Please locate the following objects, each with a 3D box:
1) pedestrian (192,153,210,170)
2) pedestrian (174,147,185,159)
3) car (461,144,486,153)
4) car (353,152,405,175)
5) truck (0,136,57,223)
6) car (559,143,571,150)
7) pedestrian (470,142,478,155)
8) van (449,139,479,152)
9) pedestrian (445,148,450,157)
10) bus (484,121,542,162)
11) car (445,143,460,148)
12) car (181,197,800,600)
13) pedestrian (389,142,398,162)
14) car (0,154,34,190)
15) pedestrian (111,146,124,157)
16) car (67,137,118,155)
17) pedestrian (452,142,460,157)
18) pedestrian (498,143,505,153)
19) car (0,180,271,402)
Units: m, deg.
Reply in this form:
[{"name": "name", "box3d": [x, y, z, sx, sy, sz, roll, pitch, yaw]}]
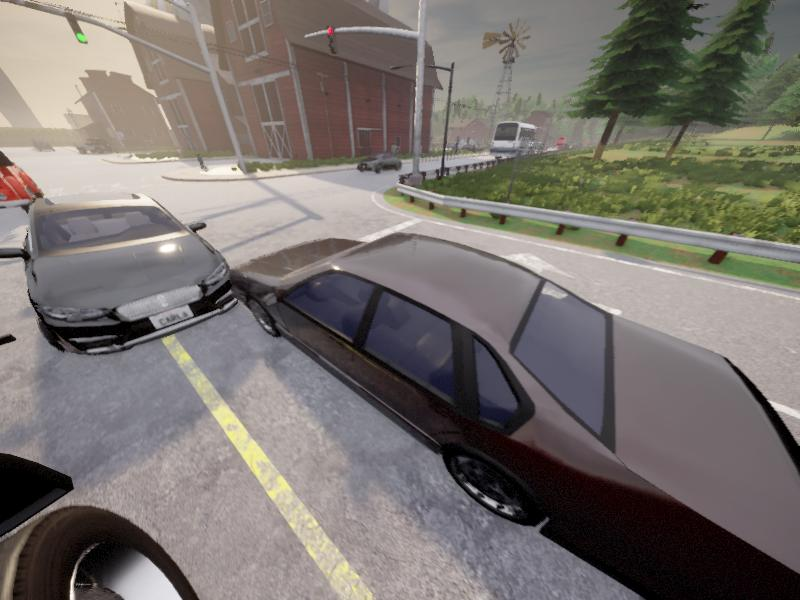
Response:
[{"name": "pedestrian", "box3d": [-15.112, -10.526, 17.559, 0.500, 1.100, 0.500, 7, 35, 9]}, {"name": "pedestrian", "box3d": [-23.999, -15.983, 25.114, 0.500, 1.100, 0.500, -25, 42, -31]}, {"name": "car", "box3d": [16.825, -34.986, 53.218, 4.792, 1.488, 2.163, 23, 41, 29]}, {"name": "car", "box3d": [-1.629, -11.578, 19.432, 1.994, 1.385, 4.181, 24, 41, 30]}, {"name": "truck", "box3d": [-14.725, -4.220, 7.706, 5.204, 2.467, 2.627, 23, 41, 30]}, {"name": "car", "box3d": [49.198, -45.663, 68.671, 1.905, 1.878, 3.866, 24, 41, 30]}, {"name": "pedestrian", "box3d": [12.801, -26.418, 40.213, 0.751, 1.860, 0.751, 27, 43, 32]}, {"name": "van", "box3d": [15.833, -38.353, 57.212, 6.366, 2.431, 2.351, 23, 41, 29]}, {"name": "pedestrian", "box3d": [6.857, -21.451, 33.659, 0.500, 1.100, 0.500, 11, 36, 15]}, {"name": "bus", "box3d": [16.485, -22.839, 33.341, 3.944, 4.253, 10.273, 24, 41, 30]}, {"name": "car", "box3d": [17.943, -52.953, 79.039, 4.193, 1.474, 1.816, 18, 38, 23]}, {"name": "car", "box3d": [0.057, 0.108, 2.601, 5.357, 1.411, 2.033, 24, 41, 29]}, {"name": "pedestrian", "box3d": [-0.711, -16.418, 25.659, 0.751, 1.860, 0.751, 23, 41, 29]}, {"name": "car", "box3d": [-21.758, -6.834, 12.288, 4.181, 1.385, 1.994, 24, 41, 29]}, {"name": "pedestrian", "box3d": [-34.780, -18.261, 28.436, 0.500, 1.100, 0.500, 13, 37, 17]}, {"name": "car", "box3d": [-45.459, -22.899, 34.297, 3.866, 1.878, 1.905, -4, 41, -4]}, {"name": "pedestrian", "box3d": [8.492, -22.810, 34.969, 0.751, 1.860, 0.751, 20, 39, 26]}, {"name": "pedestrian", "box3d": [21.620, -32.354, 49.130, 0.751, 1.860, 0.751, -28, 44, -34]}, {"name": "car", "box3d": [-4.664, -0.905, 3.918, 4.902, 1.511, 2.128, 25, 38, 31]}]
